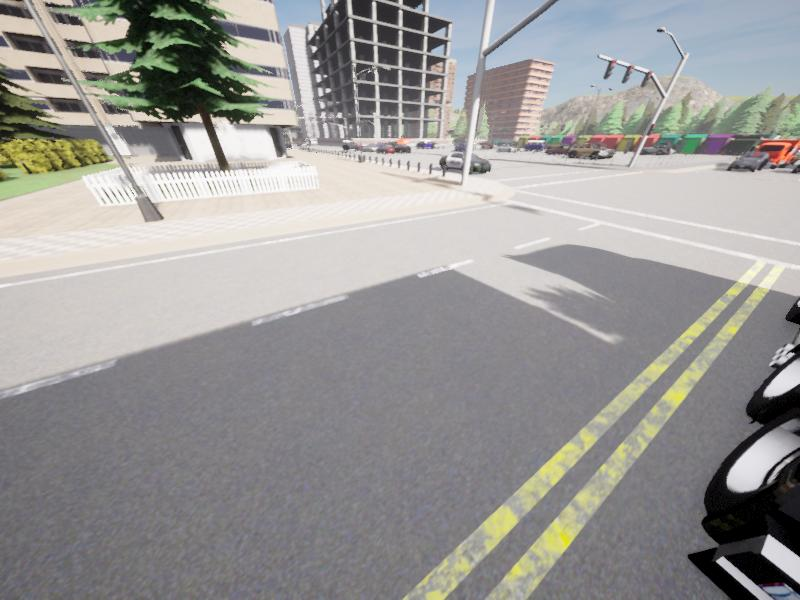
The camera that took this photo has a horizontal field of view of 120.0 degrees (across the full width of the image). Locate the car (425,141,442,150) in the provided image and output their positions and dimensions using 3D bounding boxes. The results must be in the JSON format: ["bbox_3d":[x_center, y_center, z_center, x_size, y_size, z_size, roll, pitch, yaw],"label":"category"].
[{"bbox_3d":[8.570,-40.420,60.242,1.932,1.855,4.605,-18,39,-24],"label":"car"}]

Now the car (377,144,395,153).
[{"bbox_3d":[-2.977,-32.124,48.879,1.812,1.442,4.674,-18,39,-25],"label":"car"}]

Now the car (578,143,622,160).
[{"bbox_3d":[28.056,-21.033,32.550,1.905,1.878,3.866,-18,39,-24],"label":"car"}]

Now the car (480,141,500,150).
[{"bbox_3d":[23.978,-41.204,61.497,1.932,1.855,4.605,-18,39,-24],"label":"car"}]

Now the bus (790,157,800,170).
[{"bbox_3d":[44.951,-15.406,22.794,10.273,4.253,3.944,-17,38,-23],"label":"bus"}]

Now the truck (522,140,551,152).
[{"bbox_3d":[29.203,-33.016,49.608,2.069,2.038,4.478,-18,39,-24],"label":"truck"}]

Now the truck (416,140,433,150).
[{"bbox_3d":[6.095,-39.648,58.947,2.069,2.038,4.478,-18,39,-24],"label":"truck"}]

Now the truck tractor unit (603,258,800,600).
[{"bbox_3d":[5.098,-0.314,0.795,6.516,4.208,3.053,-19,39,-25],"label":"truck tractor unit"}]

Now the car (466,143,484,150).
[{"bbox_3d":[19.166,-39.411,59.305,1.970,1.475,3.806,-18,39,-24],"label":"car"}]

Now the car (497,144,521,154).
[{"bbox_3d":[21.693,-30.281,46.205,1.970,1.475,3.806,-18,39,-24],"label":"car"}]

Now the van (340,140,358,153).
[{"bbox_3d":[-10.544,-31.884,47.950,2.069,2.038,4.480,-18,39,-25],"label":"van"}]

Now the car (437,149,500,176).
[{"bbox_3d":[5.564,-11.738,19.577,2.038,1.542,4.974,-18,39,-24],"label":"car"}]

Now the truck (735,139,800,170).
[{"bbox_3d":[37.937,-14.881,23.541,5.204,2.467,2.627,-17,38,-23],"label":"truck"}]

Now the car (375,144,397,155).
[{"bbox_3d":[-2.660,-27.844,42.698,2.163,1.488,4.792,-18,39,-24],"label":"car"}]

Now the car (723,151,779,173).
[{"bbox_3d":[31.992,-12.635,21.087,3.633,1.501,1.845,-18,39,-24],"label":"car"}]

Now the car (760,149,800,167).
[{"bbox_3d":[44.480,-16.521,26.730,5.366,1.575,1.801,-17,38,-23],"label":"car"}]

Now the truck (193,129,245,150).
[{"bbox_3d":[-41.386,-36.877,53.201,8.468,3.827,2.891,-18,39,-24],"label":"truck"}]

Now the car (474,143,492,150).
[{"bbox_3d":[21.676,-40.251,60.477,1.784,1.438,3.905,-18,39,-24],"label":"car"}]

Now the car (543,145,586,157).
[{"bbox_3d":[27.199,-24.808,38.375,2.033,1.415,5.357,-18,39,-24],"label":"car"}]

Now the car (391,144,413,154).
[{"bbox_3d":[0.276,-28.951,44.264,1.882,1.535,5.008,-18,39,-25],"label":"car"}]

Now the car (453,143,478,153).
[{"bbox_3d":[13.608,-31.956,48.420,2.242,1.667,4.611,-18,39,-24],"label":"car"}]

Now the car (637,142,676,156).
[{"bbox_3d":[45.049,-26.572,40.651,1.905,1.878,3.866,-18,39,-24],"label":"car"}]

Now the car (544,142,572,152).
[{"bbox_3d":[36.298,-35.278,53.084,1.932,1.855,4.605,-18,39,-24],"label":"car"}]

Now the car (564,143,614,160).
[{"bbox_3d":[25.520,-20.248,31.396,1.932,1.855,4.605,-18,39,-24],"label":"car"}]

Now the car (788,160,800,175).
[{"bbox_3d":[36.235,-11.731,19.742,5.027,1.651,2.152,-18,39,-24],"label":"car"}]

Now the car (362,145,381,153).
[{"bbox_3d":[-5.855,-30.929,47.267,1.895,1.301,4.718,-18,39,-24],"label":"car"}]
